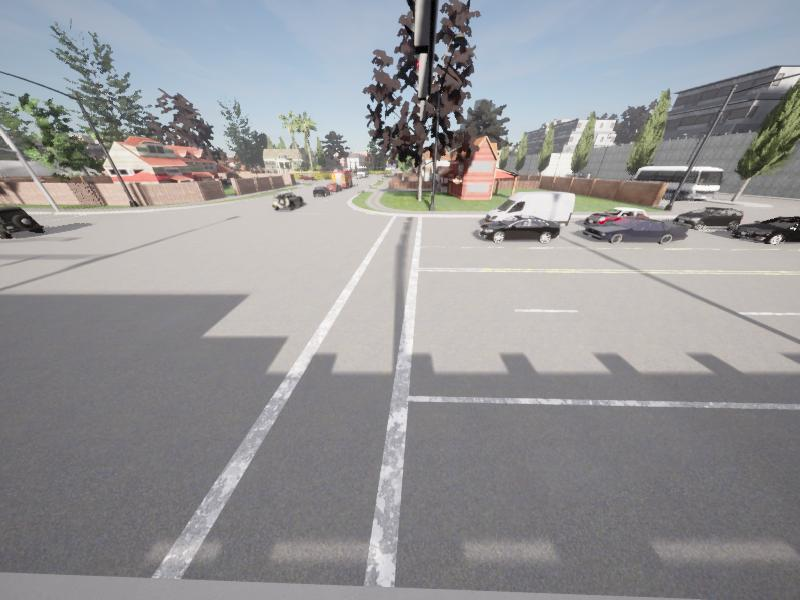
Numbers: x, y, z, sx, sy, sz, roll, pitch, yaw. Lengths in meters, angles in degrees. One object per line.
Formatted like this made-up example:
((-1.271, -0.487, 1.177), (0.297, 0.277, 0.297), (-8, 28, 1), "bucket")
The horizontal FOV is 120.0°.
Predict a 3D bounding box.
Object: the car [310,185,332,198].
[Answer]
((-12.736, -17.738, 37.634), (1.837, 1.490, 4.892), (0, 30, 0), "car")

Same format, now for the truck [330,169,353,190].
((-12.763, -27.017, 51.377), (2.891, 3.827, 8.468), (0, 30, 0), "truck")

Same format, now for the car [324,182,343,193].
((-12.742, -21.678, 44.331), (2.152, 1.651, 5.027), (0, 30, 0), "car")

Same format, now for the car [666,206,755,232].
((23.493, -6.229, 17.639), (3.705, 1.549, 1.789), (0, 30, 1), "car")

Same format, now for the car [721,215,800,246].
((24.340, -4.419, 14.567), (4.892, 1.490, 1.837), (1, 30, 1), "car")

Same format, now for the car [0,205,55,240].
((-27.053, -5.229, 15.526), (3.866, 1.878, 1.905), (1, 30, 1), "car")

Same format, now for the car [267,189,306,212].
((-12.688, -11.369, 26.221), (1.932, 1.855, 4.605), (0, 30, 0), "car")

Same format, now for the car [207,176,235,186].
((-41.730, -27.833, 53.957), (4.605, 1.855, 1.932), (0, 30, 0), "car")

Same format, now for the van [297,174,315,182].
((-29.583, -38.436, 72.726), (4.442, 1.987, 1.775), (2, 30, 2), "van")

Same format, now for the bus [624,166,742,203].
((40.010, -17.120, 33.812), (3.944, 4.253, 10.273), (0, 30, 1), "bus")

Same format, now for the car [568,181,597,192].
((36.597, -22.882, 46.500), (1.882, 1.535, 5.008), (0, 30, 1), "car")

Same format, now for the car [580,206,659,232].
((16.668, -6.258, 17.768), (3.806, 1.475, 1.970), (1, 30, 1), "car")

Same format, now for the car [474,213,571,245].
((7.624, -4.622, 14.901), (4.902, 1.511, 2.128), (1, 30, 1), "car")

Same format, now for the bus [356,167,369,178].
((-16.290, -55.543, 100.349), (3.944, 4.253, 10.273), (0, 30, 0), "bus")

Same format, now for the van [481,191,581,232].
((9.682, -6.788, 17.625), (5.915, 2.561, 1.988), (1, 30, 1), "van")

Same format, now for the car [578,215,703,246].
((15.016, -4.475, 14.763), (5.357, 1.411, 2.033), (1, 30, 1), "car")
